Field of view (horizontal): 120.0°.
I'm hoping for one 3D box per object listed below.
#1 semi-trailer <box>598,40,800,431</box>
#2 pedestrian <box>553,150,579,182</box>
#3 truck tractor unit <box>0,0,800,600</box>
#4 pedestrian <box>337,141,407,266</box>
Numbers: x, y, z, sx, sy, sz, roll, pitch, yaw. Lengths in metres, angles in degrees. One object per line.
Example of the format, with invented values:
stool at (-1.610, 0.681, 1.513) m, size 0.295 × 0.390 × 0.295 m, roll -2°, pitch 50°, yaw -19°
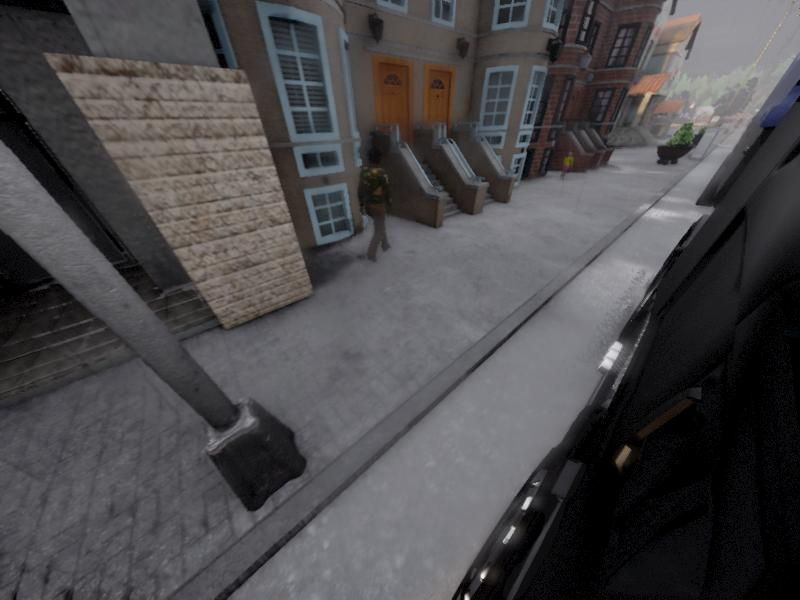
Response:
semi-trailer at (8.701, -3.577, 4.262) m, size 14.254 × 4.402 × 2.717 m, roll -28°, pitch 43°, yaw -30°
pedestrian at (6.990, -5.656, 9.745) m, size 0.500 × 1.100 × 0.500 m, roll 21°, pitch 42°, yaw 28°
truck tractor unit at (2.645, -0.295, 0.351) m, size 6.516 × 4.208 × 3.053 m, roll -28°, pitch 44°, yaw -30°
pedestrian at (-0.398, -1.675, 4.115) m, size 0.751 × 1.860 × 0.751 m, roll 17°, pitch 41°, yaw 24°
